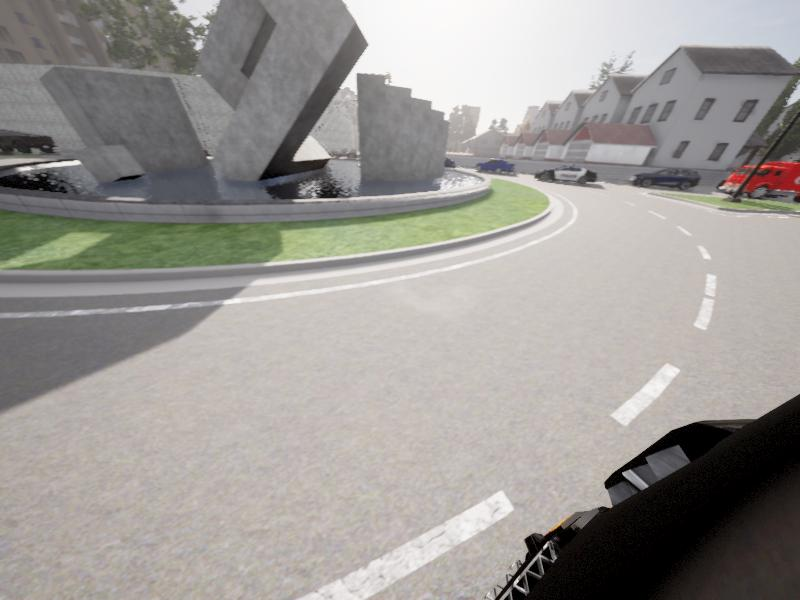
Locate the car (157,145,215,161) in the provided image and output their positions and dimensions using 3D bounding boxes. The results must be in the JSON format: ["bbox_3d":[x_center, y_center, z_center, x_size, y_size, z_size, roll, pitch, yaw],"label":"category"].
[{"bbox_3d":[-24.040,-16.600,26.087,1.994,1.385,4.181,23,38,28],"label":"car"}]

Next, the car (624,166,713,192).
[{"bbox_3d":[24.811,-11.430,21.668,4.856,1.649,2.033,13,35,14],"label":"car"}]

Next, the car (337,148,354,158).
[{"bbox_3d":[-11.626,-31.854,49.971,2.038,1.542,4.974,6,34,5],"label":"car"}]

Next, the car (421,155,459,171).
[{"bbox_3d":[5.195,-18.366,30.856,4.674,1.442,1.812,30,41,34],"label":"car"}]

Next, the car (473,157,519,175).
[{"bbox_3d":[11.886,-16.852,28.997,1.882,1.535,5.008,-19,39,-29],"label":"car"}]

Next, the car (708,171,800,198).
[{"bbox_3d":[31.554,-10.183,20.270,5.238,1.638,1.930,8,34,7],"label":"car"}]

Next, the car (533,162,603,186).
[{"bbox_3d":[15.734,-12.010,21.950,4.974,1.542,2.038,21,37,26],"label":"car"}]

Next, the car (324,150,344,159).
[{"bbox_3d":[-12.492,-27.887,44.110,1.895,1.301,4.718,7,34,6],"label":"car"}]

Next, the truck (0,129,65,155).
[{"bbox_3d":[-40.712,-16.608,24.191,6.274,2.098,2.390,0,34,-4],"label":"truck"}]

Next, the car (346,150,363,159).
[{"bbox_3d":[-8.894,-28.543,45.238,1.812,1.442,4.674,7,33,6],"label":"car"}]

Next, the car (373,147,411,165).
[{"bbox_3d":[-1.281,-22.831,36.611,5.566,2.045,2.150,11,34,12],"label":"car"}]

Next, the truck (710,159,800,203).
[{"bbox_3d":[28.766,-9.006,17.543,5.204,2.467,2.627,10,34,10],"label":"truck"}]

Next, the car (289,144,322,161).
[{"bbox_3d":[-13.963,-21.783,34.216,1.905,1.878,3.866,30,42,34],"label":"car"}]
